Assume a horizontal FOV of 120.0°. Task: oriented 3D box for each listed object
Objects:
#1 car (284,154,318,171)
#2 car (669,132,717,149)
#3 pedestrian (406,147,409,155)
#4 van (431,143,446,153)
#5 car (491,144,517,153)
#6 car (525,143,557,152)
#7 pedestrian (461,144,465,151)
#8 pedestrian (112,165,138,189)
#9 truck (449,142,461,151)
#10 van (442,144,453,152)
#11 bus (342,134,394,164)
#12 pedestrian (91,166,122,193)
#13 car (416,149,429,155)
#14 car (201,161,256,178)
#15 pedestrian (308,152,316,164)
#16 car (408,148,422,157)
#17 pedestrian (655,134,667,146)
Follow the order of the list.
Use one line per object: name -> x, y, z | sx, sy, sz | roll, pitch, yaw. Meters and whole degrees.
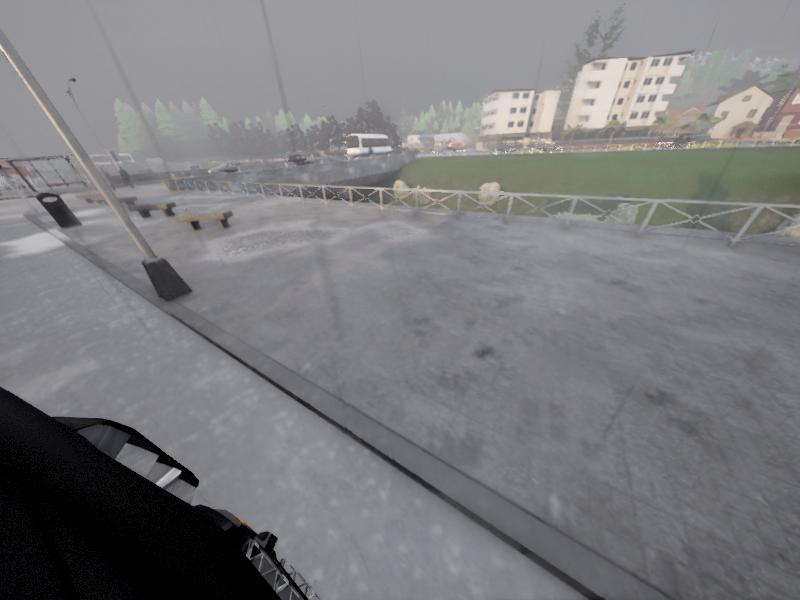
car -> -13.982, -19.587, 32.828 | 1.905, 1.878, 3.866 | 16, 38, 26
car -> 45.089, -24.639, 35.749 | 3.866, 1.878, 1.905 | 16, 38, 26
pedestrian -> 2.096, -42.287, 65.508 | 0.751, 1.860, 0.751 | -13, 35, -15
van -> 12.779, -50.184, 76.255 | 2.351, 2.431, 6.366 | 16, 38, 26
car -> 22.961, -33.446, 51.115 | 4.892, 1.490, 1.837 | 17, 38, 27
car -> 29.297, -31.629, 47.968 | 5.357, 1.411, 2.033 | 16, 38, 27
pedestrian -> 18.909, -45.525, 69.034 | 0.751, 1.860, 0.751 | 17, 39, 28
pedestrian -> -25.511, -11.434, 21.459 | 0.751, 1.860, 0.751 | 21, 40, 31
truck -> 21.066, -58.244, 87.693 | 2.627, 2.467, 5.204 | 16, 38, 26
van -> 16.979, -54.083, 82.154 | 2.069, 2.038, 4.480 | 16, 38, 26
bus -> -5.624, -28.912, 44.061 | 3.944, 4.253, 10.273 | 16, 38, 27
pedestrian -> -24.442, -10.044, 19.283 | 0.751, 1.860, 0.751 | 20, 40, 30
car -> 6.622, -43.711, 68.025 | 1.895, 1.301, 4.718 | 16, 38, 26
car -> -21.416, -16.478, 29.084 | 2.128, 1.511, 4.902 | 17, 38, 27
pedestrian -> -16.680, -26.950, 43.919 | 0.751, 1.860, 0.751 | 16, 38, 26
car -> 3.739, -36.685, 57.454 | 1.789, 1.549, 3.705 | 16, 38, 26
pedestrian -> 48.280, -29.569, 42.711 | 0.751, 1.860, 0.751 | 16, 38, 26
